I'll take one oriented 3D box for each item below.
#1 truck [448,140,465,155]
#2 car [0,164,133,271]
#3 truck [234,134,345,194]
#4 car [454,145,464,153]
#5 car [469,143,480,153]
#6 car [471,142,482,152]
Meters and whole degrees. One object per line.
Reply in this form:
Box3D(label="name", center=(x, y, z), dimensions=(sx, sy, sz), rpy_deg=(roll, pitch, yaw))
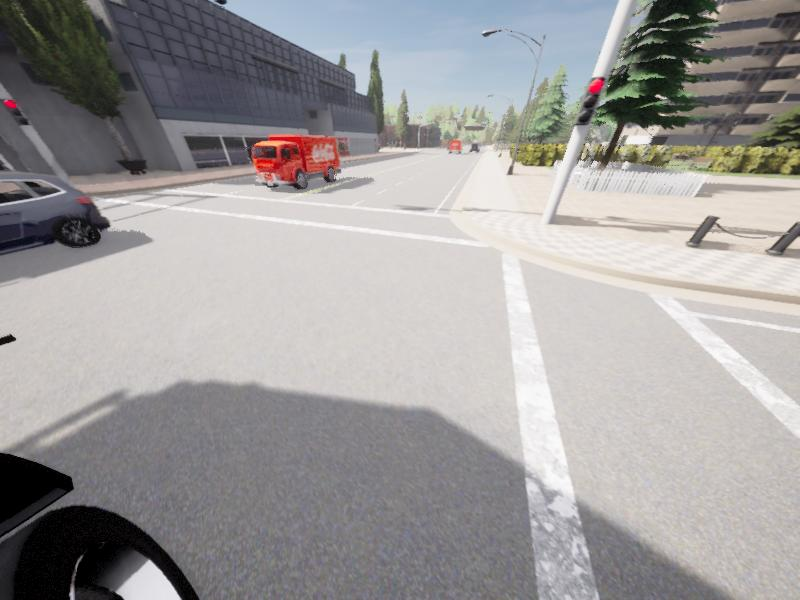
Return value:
Box3D(label="truck", center=(12.112, -32.848, 49.593), dimensions=(2.627, 2.467, 5.204), rpy_deg=(11, 36, 14))
Box3D(label="car", center=(-9.250, -1.441, 4.464), dimensions=(2.242, 1.667, 4.611), rpy_deg=(11, 36, 14))
Box3D(label="truck", center=(-5.783, -7.985, 13.289), dimensions=(2.627, 2.467, 5.204), rpy_deg=(11, 36, 14))
Box3D(label="car", center=(14.108, -35.966, 54.968), dimensions=(1.845, 1.501, 3.633), rpy_deg=(11, 36, 14))
Box3D(label="car", center=(17.543, -35.648, 54.269), dimensions=(1.905, 1.878, 3.866), rpy_deg=(11, 36, 14))
Box3D(label="car", center=(20.408, -40.730, 61.527), dimensions=(2.150, 2.045, 5.566), rpy_deg=(11, 36, 14))
